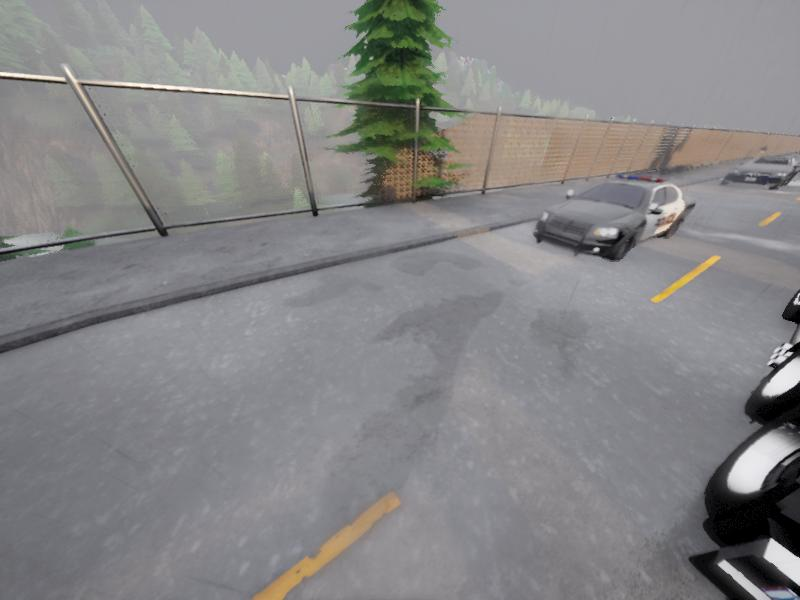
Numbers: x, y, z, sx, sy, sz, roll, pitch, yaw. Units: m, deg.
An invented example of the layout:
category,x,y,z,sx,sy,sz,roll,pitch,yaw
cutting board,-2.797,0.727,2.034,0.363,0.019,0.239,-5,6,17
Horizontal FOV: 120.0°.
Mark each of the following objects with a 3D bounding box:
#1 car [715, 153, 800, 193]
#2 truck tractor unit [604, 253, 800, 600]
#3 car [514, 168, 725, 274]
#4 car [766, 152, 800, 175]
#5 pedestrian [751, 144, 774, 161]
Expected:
category,x,y,z,sx,sy,sz,roll,pitch,yaw
car,21.908,-7.730,13.877,5.027,1.651,2.152,-18,39,-24
truck tractor unit,5.088,-0.324,0.804,6.516,4.208,3.053,-19,39,-25
car,5.776,-2.395,6.143,4.974,1.542,2.038,-18,39,-24
car,34.822,-11.917,20.132,4.792,1.488,2.163,-18,39,-24
pedestrian,49.230,-20.054,31.392,0.751,1.860,0.751,-19,39,-25
